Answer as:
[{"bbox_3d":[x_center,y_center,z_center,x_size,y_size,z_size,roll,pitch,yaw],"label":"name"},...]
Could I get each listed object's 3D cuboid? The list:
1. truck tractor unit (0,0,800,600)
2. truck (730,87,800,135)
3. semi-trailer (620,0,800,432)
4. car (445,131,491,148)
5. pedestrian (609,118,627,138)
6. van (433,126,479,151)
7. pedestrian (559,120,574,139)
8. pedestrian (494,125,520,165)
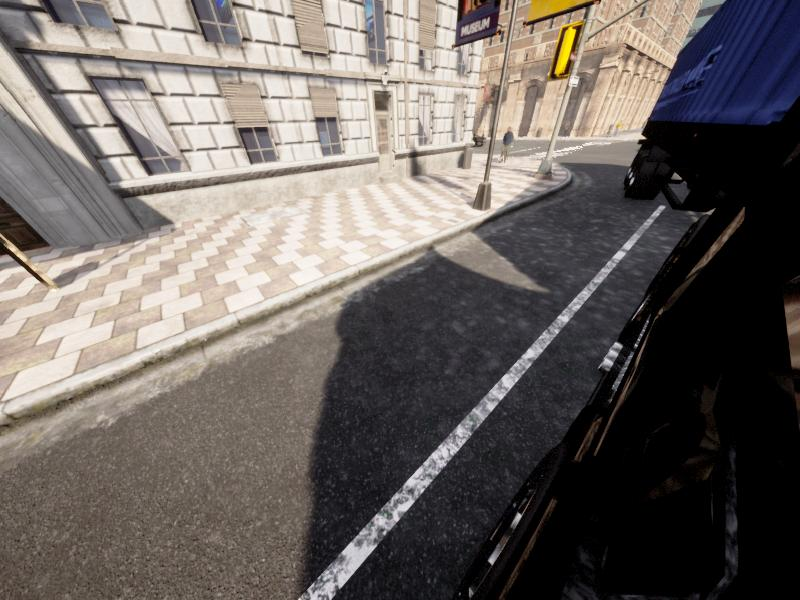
[{"bbox_3d":[2.645,-0.295,0.351,6.516,4.208,3.053,-28,44,-30],"label":"truck tractor unit"},{"bbox_3d":[41.745,-21.452,26.475,8.468,3.827,2.891,-29,44,-30],"label":"truck"},{"bbox_3d":[7.689,-4.149,5.011,2.717,4.402,14.254,23,44,30],"label":"semi-trailer"},{"bbox_3d":[7.868,-18.936,27.195,1.837,1.490,4.892,-29,44,-30],"label":"car"},{"bbox_3d":[25.534,-20.097,27.033,0.751,1.860,0.751,-29,44,-31],"label":"pedestrian"},{"bbox_3d":[5.825,-17.275,24.694,1.775,1.987,4.442,-29,44,-30],"label":"van"},{"bbox_3d":[21.454,-21.988,29.816,0.751,1.860,0.751,-21,40,-23],"label":"pedestrian"},{"bbox_3d":[6.133,-8.940,13.351,0.751,1.860,0.751,27,46,34],"label":"pedestrian"}]
